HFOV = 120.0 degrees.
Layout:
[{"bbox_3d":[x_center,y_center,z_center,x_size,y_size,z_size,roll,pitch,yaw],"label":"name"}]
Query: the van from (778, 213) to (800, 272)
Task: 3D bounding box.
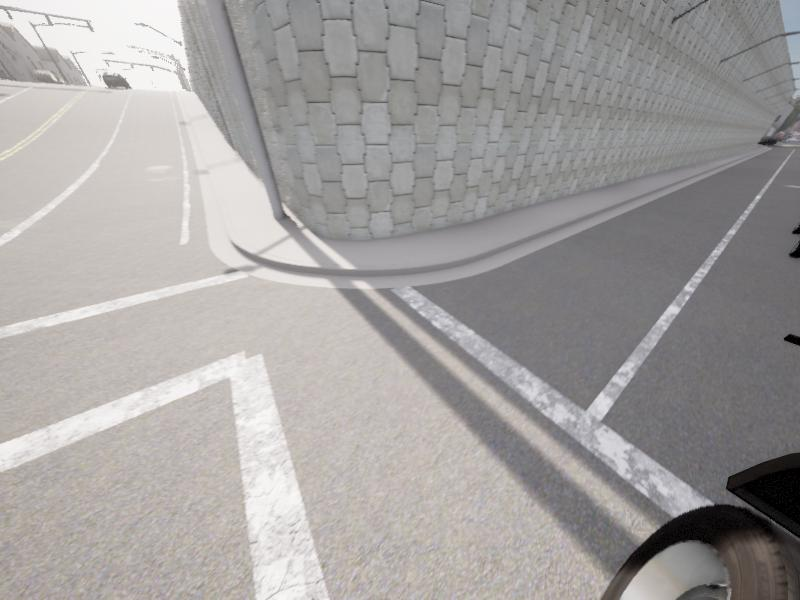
[{"bbox_3d":[10.159,-1.808,4.654,4.442,1.987,1.775,-22,41,-28],"label":"van"}]
